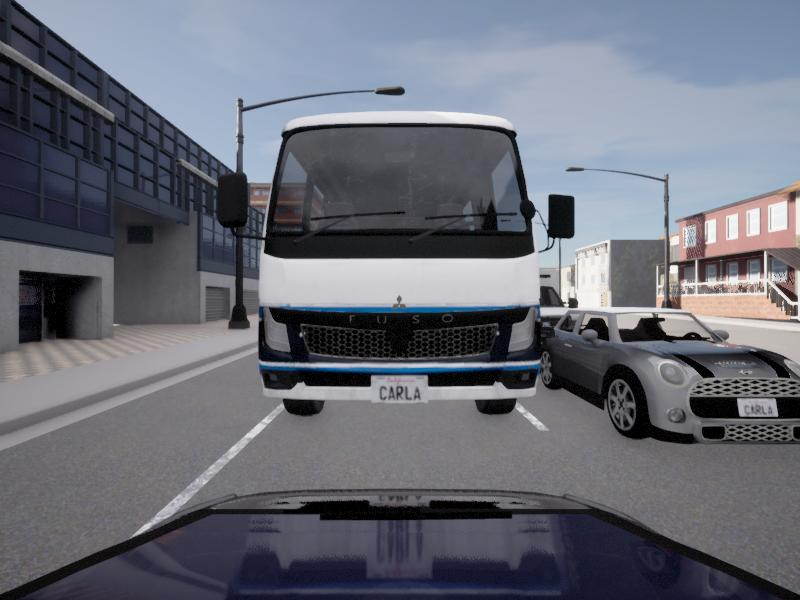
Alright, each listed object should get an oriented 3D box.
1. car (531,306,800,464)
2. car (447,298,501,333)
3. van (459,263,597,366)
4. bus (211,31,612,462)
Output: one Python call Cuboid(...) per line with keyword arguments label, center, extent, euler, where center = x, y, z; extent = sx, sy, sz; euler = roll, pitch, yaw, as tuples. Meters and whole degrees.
Cuboid(label="car", center=(3.502, 0.852, 5.780), extent=(1.970, 1.475, 3.806), euler=(0, 0, 0))
Cuboid(label="car", center=(3.500, 0.683, 19.815), extent=(1.812, 1.442, 4.674), euler=(0, 1, 0))
Cuboid(label="van", center=(3.500, 0.309, 12.675), extent=(2.351, 2.431, 6.366), euler=(0, 1, 0))
Cuboid(label="bus", center=(0.118, -0.566, 9.092), extent=(3.944, 4.253, 10.273), euler=(0, 1, 0))
